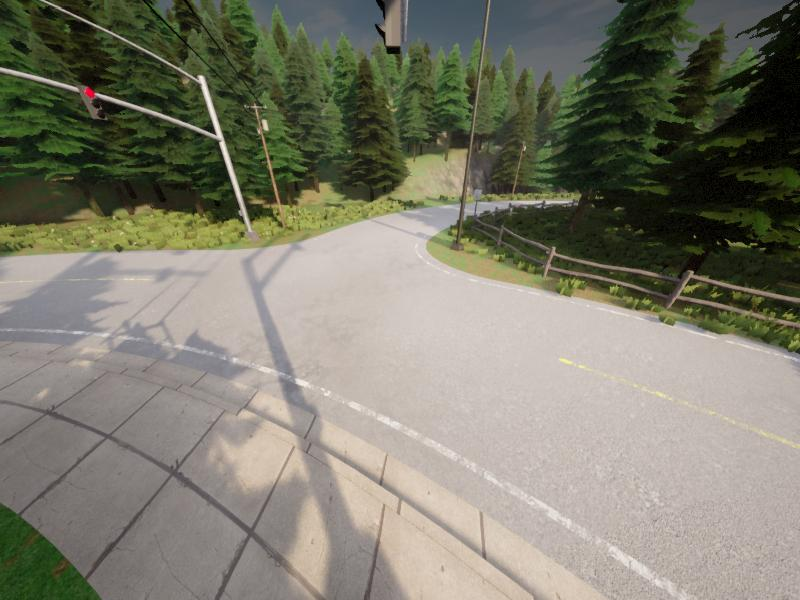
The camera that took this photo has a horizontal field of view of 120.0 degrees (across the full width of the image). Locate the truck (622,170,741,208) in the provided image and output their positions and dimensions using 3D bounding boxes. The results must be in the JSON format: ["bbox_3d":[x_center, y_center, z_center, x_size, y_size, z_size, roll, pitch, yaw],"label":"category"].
[{"bbox_3d":[32.814,-13.234,27.461,8.468,3.827,2.891,2,30,3],"label":"truck"}]
